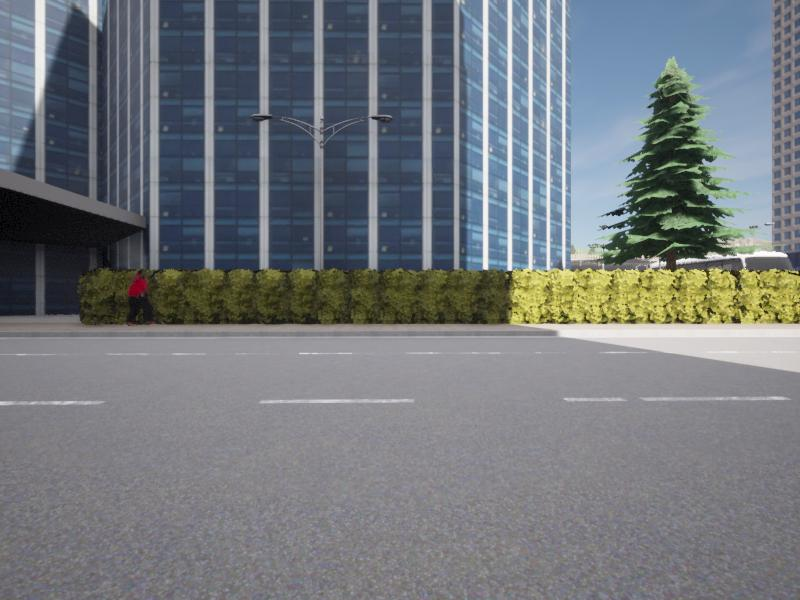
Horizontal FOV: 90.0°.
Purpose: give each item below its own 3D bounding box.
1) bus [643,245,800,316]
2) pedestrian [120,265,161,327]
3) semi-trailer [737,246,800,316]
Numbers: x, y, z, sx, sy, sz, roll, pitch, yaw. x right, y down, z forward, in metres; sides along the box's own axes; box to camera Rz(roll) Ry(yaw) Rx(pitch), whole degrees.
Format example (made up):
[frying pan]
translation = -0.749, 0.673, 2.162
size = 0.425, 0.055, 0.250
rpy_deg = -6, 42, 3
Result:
[bus]
translation = 22.895, -1.133, 29.123
size = 3.944, 4.253, 10.273
rpy_deg = 0, 0, -1
[pedestrian]
translation = -8.013, -0.115, 12.382
size = 0.751, 1.860, 0.751
rpy_deg = 0, 0, 2
[semi-trailer]
translation = 26.561, -1.218, 22.765
size = 2.717, 4.402, 14.254
rpy_deg = 0, 0, 0
